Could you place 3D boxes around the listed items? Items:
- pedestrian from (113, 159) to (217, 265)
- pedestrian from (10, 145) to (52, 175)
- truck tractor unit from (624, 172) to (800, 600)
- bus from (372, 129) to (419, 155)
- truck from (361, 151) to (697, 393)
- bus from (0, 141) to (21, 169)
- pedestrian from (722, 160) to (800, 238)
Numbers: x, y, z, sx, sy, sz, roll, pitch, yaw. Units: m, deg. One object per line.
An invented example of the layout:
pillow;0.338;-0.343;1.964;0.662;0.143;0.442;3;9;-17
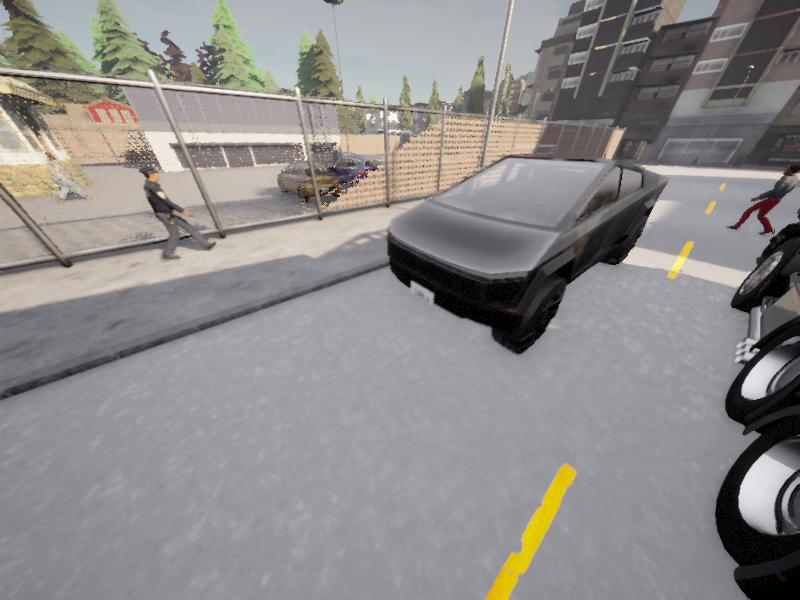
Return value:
pedestrian;-4.764;-1.806;4.806;0.751;1.860;0.751;28;43;34
pedestrian;-27.823;-10.564;17.461;0.751;1.860;0.751;-25;42;-32
truck tractor unit;4.949;-0.430;1.000;6.516;4.208;3.053;-24;42;-31
bus;-0.719;-34.333;50.180;3.944;4.253;10.273;27;43;33
truck;2.705;-1.468;4.346;6.274;2.098;2.390;-24;41;-31
bus;-44.794;-15.085;22.119;10.273;4.253;3.944;7;36;10
pedestrian;10.503;-2.829;6.507;0.751;1.860;0.751;-16;38;-22
